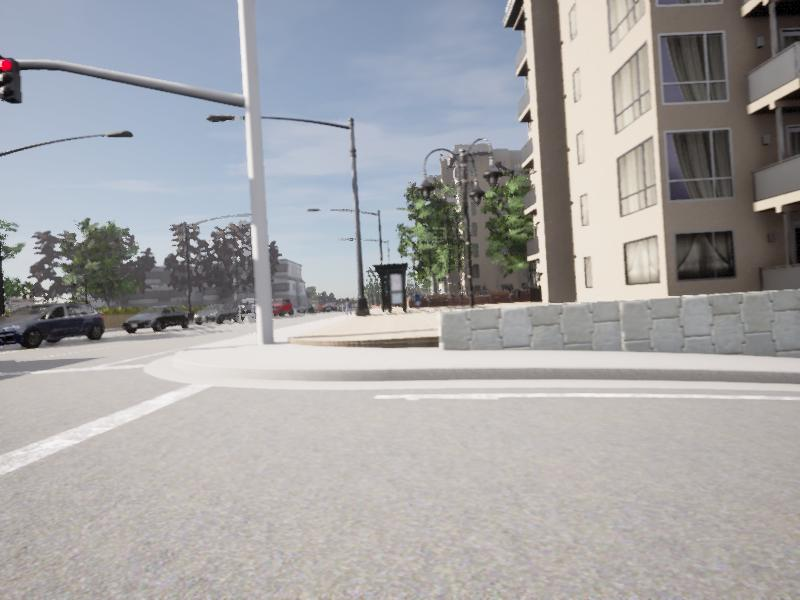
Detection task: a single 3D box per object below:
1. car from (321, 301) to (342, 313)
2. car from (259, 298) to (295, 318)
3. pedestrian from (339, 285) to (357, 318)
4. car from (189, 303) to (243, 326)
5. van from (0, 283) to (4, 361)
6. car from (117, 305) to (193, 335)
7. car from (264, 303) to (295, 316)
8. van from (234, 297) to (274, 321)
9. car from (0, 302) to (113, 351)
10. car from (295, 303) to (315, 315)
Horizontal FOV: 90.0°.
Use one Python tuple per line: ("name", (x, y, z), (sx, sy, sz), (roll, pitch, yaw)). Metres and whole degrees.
("car", (-10.108, 1.070, 59.298), (2.038, 1.542, 4.974), (-4, -1, 1))
("car", (-13.869, 0.858, 45.355), (2.150, 2.045, 5.566), (-3, 0, 1))
("pedestrian", (-3.049, 0.062, 23.439), (0.751, 1.860, 0.751), (-3, 0, 7))
("car", (-14.107, 1.085, 31.022), (2.007, 1.525, 4.514), (-3, 0, 1))
("van", (-10.764, 0.578, 7.904), (1.775, 1.987, 4.442), (-4, -1, -7))
("car", (-14.237, 1.095, 23.561), (1.816, 1.474, 4.193), (-3, 0, 1))
("car", (-15.843, 1.271, 52.588), (3.988, 1.617, 1.851), (-3, -1, 37))
("van", (-13.987, 0.846, 38.626), (2.069, 2.038, 4.480), (-3, 0, 1))
("car", (-14.378, 0.980, 16.080), (2.242, 1.667, 4.611), (-3, 0, 1))
("car", (-13.626, 1.298, 57.661), (1.816, 1.474, 4.193), (-4, -1, 1))
